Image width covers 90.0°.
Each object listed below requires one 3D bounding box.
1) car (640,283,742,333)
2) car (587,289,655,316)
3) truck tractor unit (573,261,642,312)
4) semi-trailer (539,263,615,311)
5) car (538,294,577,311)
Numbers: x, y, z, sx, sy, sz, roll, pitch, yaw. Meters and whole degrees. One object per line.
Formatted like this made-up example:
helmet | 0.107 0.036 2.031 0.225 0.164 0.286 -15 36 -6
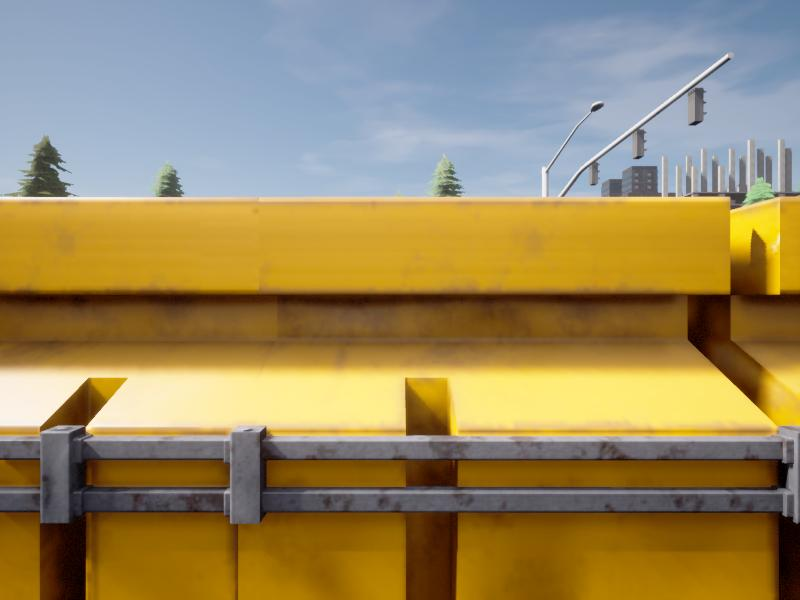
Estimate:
car | 10.774 0.234 14.656 4.902 1.511 2.128 0 0 -43
car | 14.910 0.168 27.354 1.930 1.638 5.238 0 0 2
truck tractor unit | 18.715 -1.120 36.577 3.053 4.208 6.516 0 0 2
semi-trailer | 19.016 -1.221 44.483 2.717 4.402 14.254 0 0 2
car | 15.289 0.224 39.095 2.038 1.542 4.974 0 0 2
